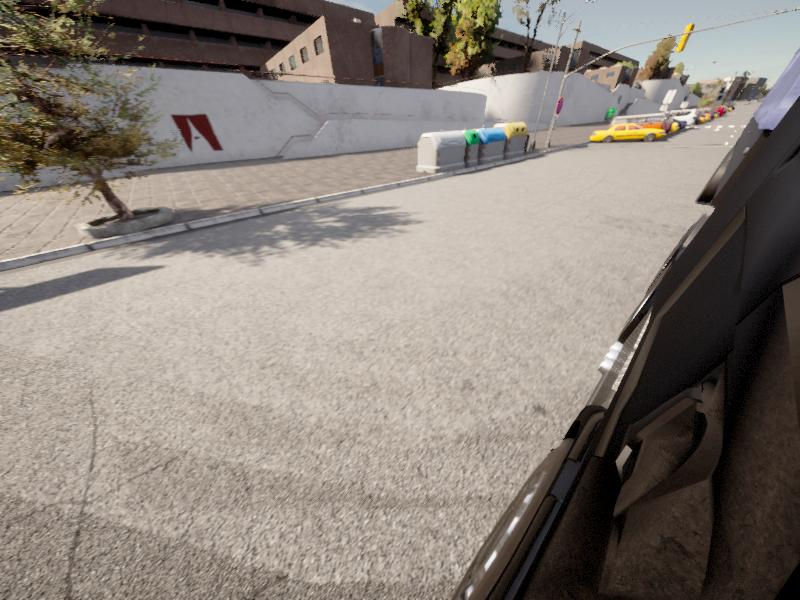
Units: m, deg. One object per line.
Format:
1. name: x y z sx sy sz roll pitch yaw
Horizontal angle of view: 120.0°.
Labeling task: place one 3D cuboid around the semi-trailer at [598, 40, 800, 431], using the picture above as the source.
1. semi-trailer: 8.671 -3.639 4.231 14.254 4.402 2.717 -29 44 -30

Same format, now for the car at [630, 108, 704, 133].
1. car: 34.288 -23.201 29.973 5.566 2.045 2.435 16 41 26

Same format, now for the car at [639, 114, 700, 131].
1. car: 36.601 -24.252 31.591 4.892 1.521 2.231 16 41 26

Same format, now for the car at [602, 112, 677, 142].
1. car: 23.058 -16.860 22.599 4.442 1.987 1.878 16 41 26

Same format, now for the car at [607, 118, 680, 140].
1. car: 25.217 -17.947 24.274 4.792 1.488 2.163 16 41 26

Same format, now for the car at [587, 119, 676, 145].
1. car: 20.859 -15.405 21.237 5.366 1.575 1.946 16 41 26

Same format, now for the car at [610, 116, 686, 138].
1. car: 27.352 -19.272 25.788 5.366 1.575 1.946 16 41 26

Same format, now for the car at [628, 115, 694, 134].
1. car: 32.057 -21.743 28.649 5.008 1.535 2.097 16 41 26

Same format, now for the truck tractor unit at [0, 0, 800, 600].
1. truck tractor unit: 2.645 -0.295 0.351 6.516 4.208 3.053 -28 44 -30

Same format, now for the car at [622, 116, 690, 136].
1. car: 29.791 -20.478 27.174 4.892 1.521 2.231 16 41 26
